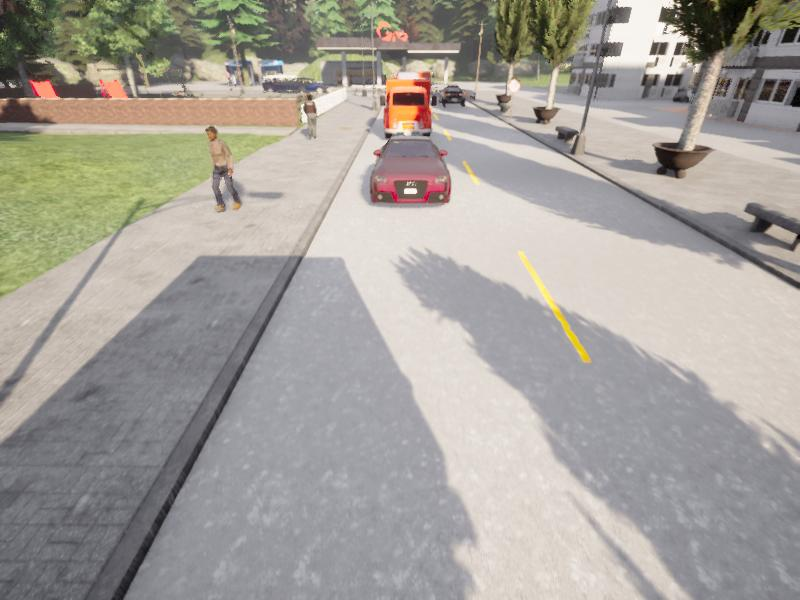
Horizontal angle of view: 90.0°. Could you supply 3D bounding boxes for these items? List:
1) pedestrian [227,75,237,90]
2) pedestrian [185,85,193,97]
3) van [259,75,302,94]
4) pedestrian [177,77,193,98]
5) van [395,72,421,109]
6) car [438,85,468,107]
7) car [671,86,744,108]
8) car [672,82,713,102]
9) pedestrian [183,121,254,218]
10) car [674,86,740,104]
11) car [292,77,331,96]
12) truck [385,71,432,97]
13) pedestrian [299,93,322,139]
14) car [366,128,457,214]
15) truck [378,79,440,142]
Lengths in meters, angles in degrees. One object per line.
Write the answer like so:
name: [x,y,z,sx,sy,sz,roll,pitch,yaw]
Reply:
pedestrian: [-23.270,-30.134,55.436,0.751,1.860,0.751,4,31,7]
pedestrian: [-22.818,-22.582,43.244,0.500,1.100,0.500,-12,32,-19]
van: [-14.889,-26.976,50.070,4.480,2.038,2.069,1,30,1]
pedestrian: [-22.699,-22.434,42.241,0.751,1.860,0.751,0,30,1]
van: [0.684,-17.990,34.216,1.988,2.561,5.915,0,30,1]
car: [4.578,-18.115,35.417,2.038,1.542,4.974,0,30,0]
car: [28.172,-18.763,36.894,4.974,1.542,2.038,17,34,26]
car: [28.544,-20.384,39.182,1.845,1.501,3.633,6,31,10]
pedestrian: [-3.924,-2.869,8.801,0.751,1.860,0.751,9,32,16]
car: [28.127,-18.912,36.837,4.536,1.218,1.853,17,34,26]
car: [-10.235,-24.853,46.585,3.866,1.878,1.905,2,30,3]
truck: [0.942,-25.222,46.642,2.627,2.467,5.204,-23,37,-35]
pedestrian: [-4.034,-8.358,18.181,0.751,1.860,0.751,-4,31,-6]
car: [0.279,-3.704,10.968,1.994,1.385,4.181,0,30,1]
truck: [0.393,-9.533,19.853,2.627,2.467,5.204,0,30,1]
